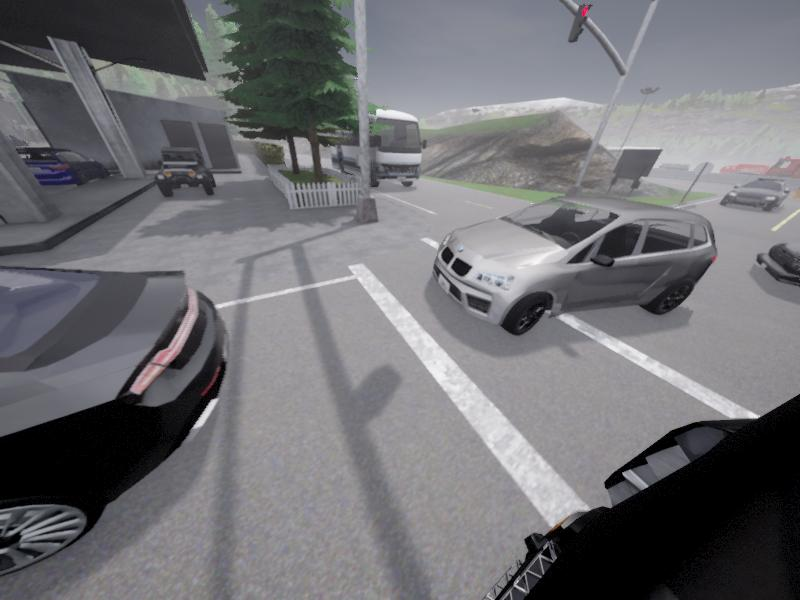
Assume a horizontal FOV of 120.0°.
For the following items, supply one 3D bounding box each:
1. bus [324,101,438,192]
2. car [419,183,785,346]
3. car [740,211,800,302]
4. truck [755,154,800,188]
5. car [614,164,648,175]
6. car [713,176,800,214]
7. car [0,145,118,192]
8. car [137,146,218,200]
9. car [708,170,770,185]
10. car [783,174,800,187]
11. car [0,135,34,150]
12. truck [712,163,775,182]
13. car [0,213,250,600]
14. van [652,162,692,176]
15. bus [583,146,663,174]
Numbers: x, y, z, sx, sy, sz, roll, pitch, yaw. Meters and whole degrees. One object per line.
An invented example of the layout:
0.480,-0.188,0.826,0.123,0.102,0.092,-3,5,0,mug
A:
-2.140,-11.382,17.433,3.944,4.253,10.273,-16,38,-26,bus
2.962,-0.883,4.089,4.611,1.667,2.242,-5,34,-14,car
10.419,-0.044,3.699,5.357,1.411,2.033,29,41,34,car
56.366,-17.120,30.988,2.891,3.827,8.468,-16,38,-26,truck
43.686,-24.826,43.743,1.970,1.475,3.806,-16,38,-26,car
21.675,-6.453,13.958,4.974,1.542,2.038,-16,38,-26,car
-17.626,-6.954,12.025,2.242,1.667,4.611,-16,38,-26,car
-10.547,-6.359,11.372,1.905,1.878,3.866,-16,38,-26,car
50.269,-18.285,34.386,1.837,1.490,4.892,-16,38,-26,car
59.517,-16.810,32.920,2.128,1.511,4.902,-16,38,-26,car
-50.213,-20.217,29.544,1.816,1.474,4.193,-16,38,-26,car
58.711,-21.934,39.645,2.627,2.467,5.204,-16,38,-26,truck
-3.752,0.854,1.009,4.902,1.511,2.128,-16,38,-26,car
54.210,-26.198,46.160,1.775,1.987,4.442,-16,38,-26,van
44.817,-28.657,47.083,3.944,4.253,10.273,-16,38,-26,bus
